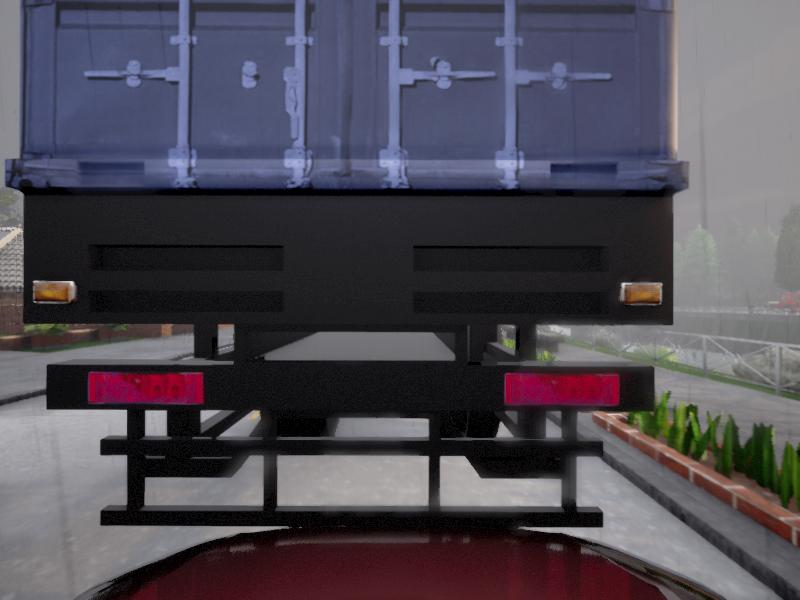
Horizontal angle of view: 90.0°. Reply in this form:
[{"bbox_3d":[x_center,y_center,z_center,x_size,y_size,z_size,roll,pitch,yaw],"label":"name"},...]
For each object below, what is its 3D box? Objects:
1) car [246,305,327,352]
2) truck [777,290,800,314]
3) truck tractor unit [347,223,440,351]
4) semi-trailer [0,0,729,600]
[{"bbox_3d":[-4.012,0.931,14.851,1.816,1.474,4.193,0,0,0],"label":"car"},{"bbox_3d":[65.341,0.277,63.451,2.891,3.827,8.468,0,0,0],"label":"truck"},{"bbox_3d":[-0.167,-0.426,16.457,3.053,4.208,6.516,0,0,1],"label":"truck tractor unit"},{"bbox_3d":[-0.194,-0.572,8.546,2.717,4.402,14.254,0,0,0],"label":"semi-trailer"}]
